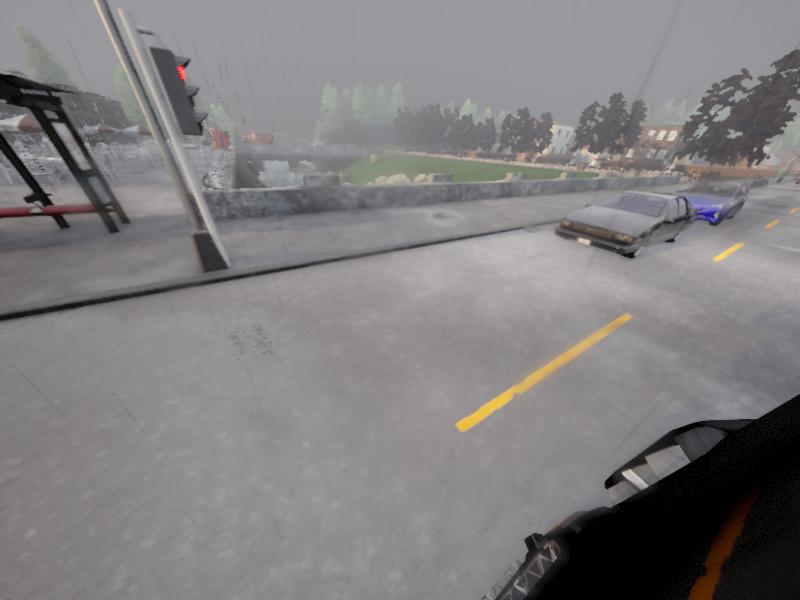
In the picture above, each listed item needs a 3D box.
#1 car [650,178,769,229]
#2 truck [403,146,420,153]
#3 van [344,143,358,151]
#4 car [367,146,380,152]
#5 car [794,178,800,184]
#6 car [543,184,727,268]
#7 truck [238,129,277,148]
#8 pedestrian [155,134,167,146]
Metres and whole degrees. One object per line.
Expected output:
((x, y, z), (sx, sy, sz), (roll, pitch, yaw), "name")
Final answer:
((13.909, -4.496, 10.403), (4.514, 1.525, 2.007), (-16, 38, -26), "car")
((4.738, -60.205, 92.425), (6.274, 2.098, 2.390), (-16, 38, -26), "truck")
((-17.255, -53.895, 81.314), (4.442, 1.987, 1.775), (-16, 38, -26), "van")
((-9.696, -55.829, 85.299), (4.514, 1.525, 2.007), (-16, 38, -26), "car")
((63.875, -18.920, 35.553), (5.566, 2.045, 2.150), (-16, 38, -26), "car")
((7.146, -2.510, 7.007), (5.357, 1.411, 2.033), (-16, 38, -26), "car")
((-40.167, -45.551, 65.324), (8.468, 3.827, 2.891), (-16, 38, -26), "truck")
((-46.223, -31.011, 44.684), (0.751, 1.860, 0.751), (-16, 38, -26), "pedestrian")
